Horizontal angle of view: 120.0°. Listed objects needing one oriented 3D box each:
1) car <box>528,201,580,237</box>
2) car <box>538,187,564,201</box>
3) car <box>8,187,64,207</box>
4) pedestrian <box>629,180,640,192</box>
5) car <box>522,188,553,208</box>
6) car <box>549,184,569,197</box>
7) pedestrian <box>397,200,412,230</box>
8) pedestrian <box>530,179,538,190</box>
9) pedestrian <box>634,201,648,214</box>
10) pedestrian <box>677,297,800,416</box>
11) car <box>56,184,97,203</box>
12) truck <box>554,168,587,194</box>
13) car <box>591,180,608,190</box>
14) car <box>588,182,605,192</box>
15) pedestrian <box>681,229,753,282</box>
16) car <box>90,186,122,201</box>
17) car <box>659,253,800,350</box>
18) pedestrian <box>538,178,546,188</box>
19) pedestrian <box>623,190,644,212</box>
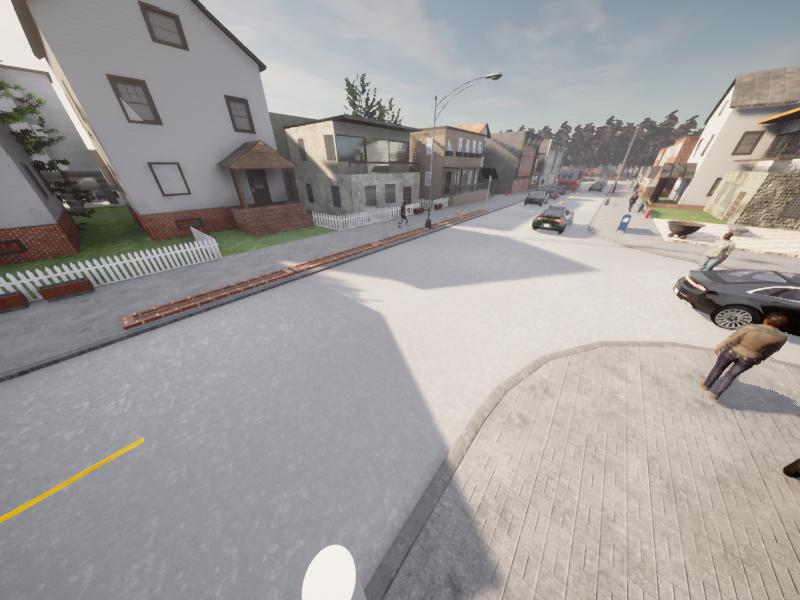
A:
[{"bbox_3d":[11.501,-6.145,17.123,2.038,1.542,4.974,23,37,34],"label":"car"},{"bbox_3d":[21.579,-15.203,32.970,1.994,1.385,4.181,23,37,34],"label":"car"},{"bbox_3d":[-43.673,-12.532,27.911,2.242,1.667,4.611,-23,37,-34],"label":"car"},{"bbox_3d":[41.127,-19.977,40.489,0.751,1.860,0.751,23,37,34],"label":"pedestrian"},{"bbox_3d":[16.653,-12.450,27.928,1.930,1.638,5.238,22,37,33],"label":"car"},{"bbox_3d":[25.445,-17.570,36.884,1.789,1.549,3.705,23,37,34],"label":"car"},{"bbox_3d":[0.289,-5.965,16.222,0.751,1.860,0.751,-18,34,-28],"label":"pedestrian"},{"bbox_3d":[25.481,-21.908,43.835,0.751,1.860,0.751,25,39,37],"label":"pedestrian"},{"bbox_3d":[22.651,-8.706,21.711,0.500,1.100,0.500,22,36,33],"label":"pedestrian"},{"bbox_3d":[6.109,1.009,4.143,0.751,1.860,0.751,-22,37,-33],"label":"pedestrian"},{"bbox_3d":[-41.858,-13.887,30.046,1.905,1.878,3.866,-23,37,-34],"label":"car"},{"bbox_3d":[31.359,-22.074,42.414,2.891,3.827,8.468,23,37,34],"label":"truck"},{"bbox_3d":[41.990,-24.236,48.589,2.033,1.411,5.357,23,37,34],"label":"car"},{"bbox_3d":[36.920,-21.206,43.367,1.994,1.385,4.181,23,37,34],"label":"car"},{"bbox_3d":[12.437,-1.758,9.142,0.751,1.860,0.751,-6,31,-11],"label":"pedestrian"},{"bbox_3d":[-40.001,-14.531,31.503,1.845,1.501,3.633,-23,37,-34],"label":"car"},{"bbox_3d":[10.870,0.225,6.104,4.902,1.511,2.128,20,36,31],"label":"car"},{"bbox_3d":[29.827,-24.563,48.433,0.751,1.860,0.751,25,38,36],"label":"pedestrian"},{"bbox_3d":[22.713,-9.610,22.517,0.751,1.860,0.751,22,36,32],"label":"pedestrian"}]
